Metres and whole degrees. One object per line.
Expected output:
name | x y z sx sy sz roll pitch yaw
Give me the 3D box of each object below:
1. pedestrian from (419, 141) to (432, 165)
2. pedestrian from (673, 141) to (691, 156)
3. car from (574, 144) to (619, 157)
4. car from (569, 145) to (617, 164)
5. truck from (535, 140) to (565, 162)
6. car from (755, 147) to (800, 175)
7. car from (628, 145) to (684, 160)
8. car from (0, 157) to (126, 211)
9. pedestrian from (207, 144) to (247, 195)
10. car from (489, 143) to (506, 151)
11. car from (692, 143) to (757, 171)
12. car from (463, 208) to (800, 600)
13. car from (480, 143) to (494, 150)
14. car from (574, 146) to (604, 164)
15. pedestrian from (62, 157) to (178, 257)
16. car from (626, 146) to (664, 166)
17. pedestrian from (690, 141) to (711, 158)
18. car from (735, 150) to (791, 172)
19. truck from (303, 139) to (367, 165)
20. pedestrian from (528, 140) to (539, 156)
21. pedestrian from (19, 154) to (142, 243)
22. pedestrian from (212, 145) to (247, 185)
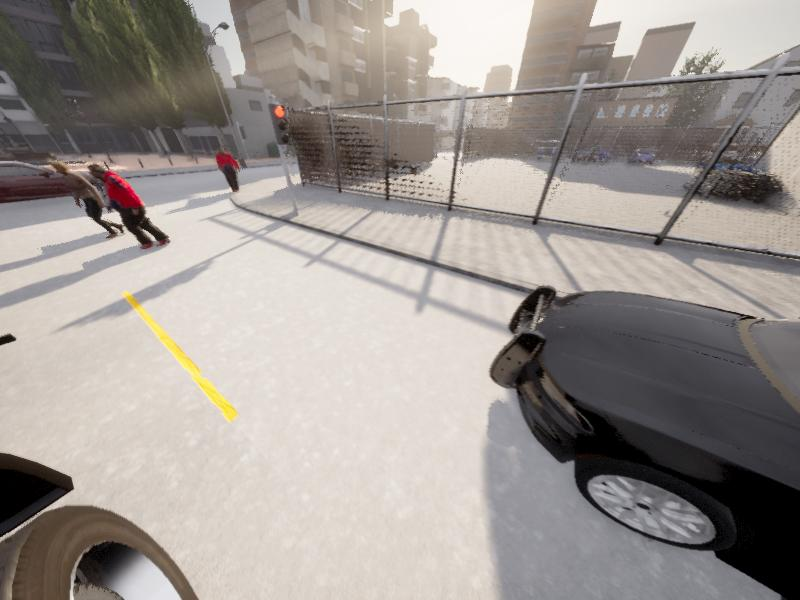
pedestrian | 2.357 -13.615 21.418 0.751 1.860 0.751 23 41 28
pedestrian | 41.767 -22.406 34.230 0.751 1.860 0.751 22 40 27
car | 29.853 -22.821 35.243 4.902 1.511 2.128 21 40 27
car | 21.138 -16.101 25.476 3.705 1.547 1.789 22 40 27
truck | 17.873 -17.831 27.486 2.069 2.038 4.478 22 40 27
car | 32.213 -11.288 18.643 2.242 1.667 4.611 22 40 27
car | 35.322 -20.584 32.131 4.892 1.490 1.837 21 40 27
car | -14.620 -4.564 9.013 1.812 1.442 4.674 22 40 27
pedestrian | -7.409 -5.631 9.989 0.751 1.860 0.751 -17 39 -23
car | 22.466 -35.326 53.381 2.033 1.411 5.357 22 40 27
car | 28.822 -12.909 20.732 1.905 1.878 3.866 22 40 27
car | 3.296 0.978 1.127 5.238 1.638 1.930 21 40 27
car | 22.284 -39.225 58.945 1.970 1.475 3.806 22 40 27
car | 21.041 -16.193 25.729 2.033 1.415 5.357 22 40 27
pedestrian | -6.002 -2.032 5.087 0.751 1.860 0.751 21 40 26
car | 25.130 -14.895 23.815 1.845 1.501 3.633 22 40 27
pedestrian | 41.092 -20.549 31.589 0.751 1.860 0.751 -11 37 -16
car | 30.112 -11.617 19.273 1.481 1.379 2.207 22 40 27
truck | -6.528 -15.678 24.287 2.390 2.098 6.274 22 40 27
pedestrian | 18.873 -21.456 32.690 0.751 1.860 0.751 15 38 20
pedestrian | -7.665 -2.460 5.682 0.751 1.860 0.751 7 36 9
pedestrian | -9.346 -7.433 12.725 0.751 1.860 0.751 25 42 30
